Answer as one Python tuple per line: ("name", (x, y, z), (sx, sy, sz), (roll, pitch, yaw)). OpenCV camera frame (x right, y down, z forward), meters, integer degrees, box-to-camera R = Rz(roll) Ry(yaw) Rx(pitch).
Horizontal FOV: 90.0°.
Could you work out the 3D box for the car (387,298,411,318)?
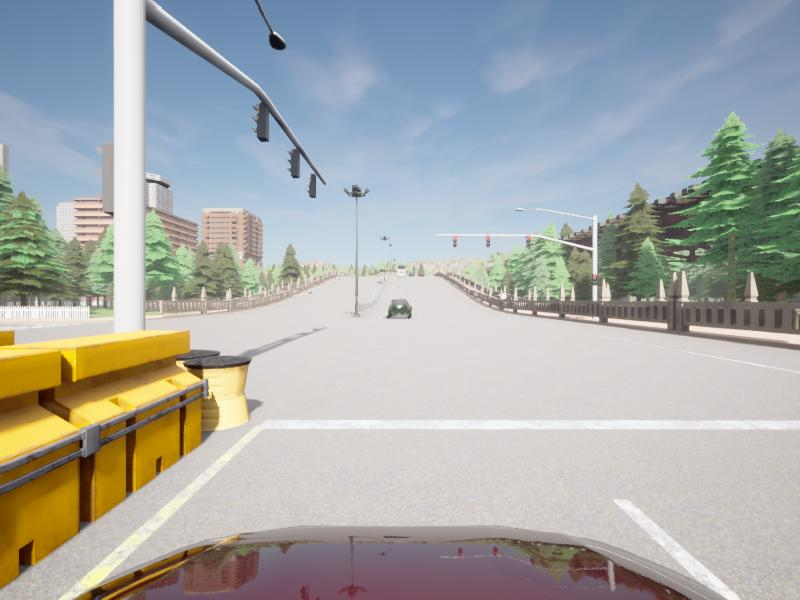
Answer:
("car", (-0.019, 0.681, 37.233), (2.097, 1.767, 4.553), (0, 0, 1))
